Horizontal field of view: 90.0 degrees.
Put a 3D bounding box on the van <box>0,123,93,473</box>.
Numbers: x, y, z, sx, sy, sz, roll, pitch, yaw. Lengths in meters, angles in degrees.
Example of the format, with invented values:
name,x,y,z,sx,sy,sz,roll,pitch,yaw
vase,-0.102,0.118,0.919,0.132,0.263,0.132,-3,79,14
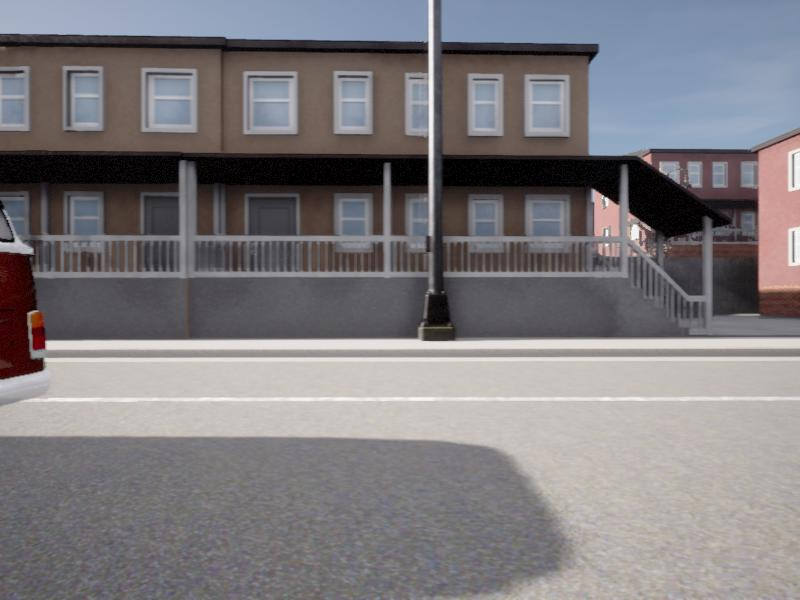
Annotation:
name,x,y,z,sx,sy,sz,roll,pitch,yaw
van,-4.569,-0.018,1.998,4.480,2.038,2.069,0,0,0
